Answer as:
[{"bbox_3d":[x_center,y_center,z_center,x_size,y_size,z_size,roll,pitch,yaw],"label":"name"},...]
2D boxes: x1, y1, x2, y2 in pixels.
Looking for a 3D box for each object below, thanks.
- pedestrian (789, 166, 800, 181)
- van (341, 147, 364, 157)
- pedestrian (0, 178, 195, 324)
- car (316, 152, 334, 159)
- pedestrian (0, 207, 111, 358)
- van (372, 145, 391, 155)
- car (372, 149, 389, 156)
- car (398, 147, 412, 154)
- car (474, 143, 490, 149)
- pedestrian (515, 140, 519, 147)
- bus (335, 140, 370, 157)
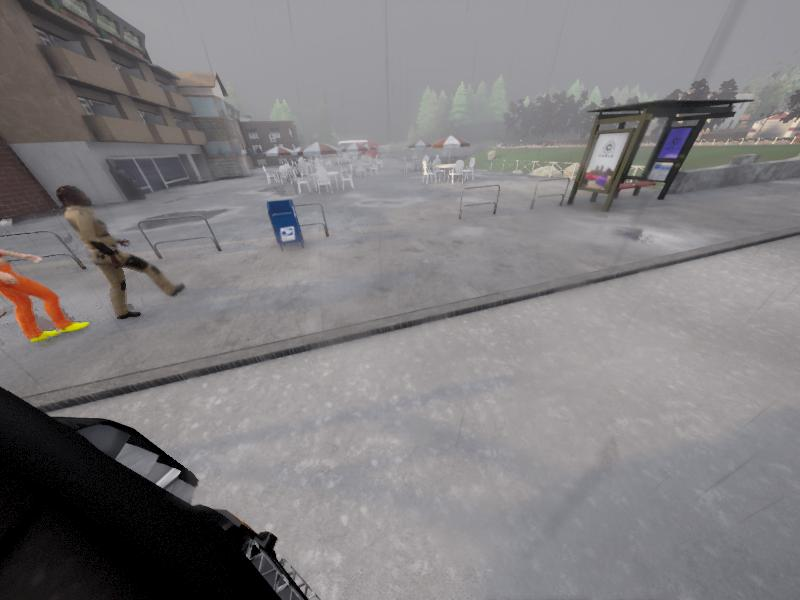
[{"bbox_3d":[17.971,-6.054,9.688,0.751,1.860,0.751,-11,35,-12],"label":"pedestrian"},{"bbox_3d":[-14.855,-46.499,72.613,6.366,2.431,2.351,-12,35,-13],"label":"van"},{"bbox_3d":[-4.105,-0.664,3.341,0.751,1.860,0.751,9,35,17],"label":"pedestrian"},{"bbox_3d":[-22.993,-44.460,70.958,4.974,1.542,2.038,-12,35,-13],"label":"car"},{"bbox_3d":[-4.909,-0.308,2.871,0.751,1.860,0.751,17,39,28],"label":"pedestrian"},{"bbox_3d":[-6.216,-50.674,78.063,5.915,2.561,1.988,-12,35,-13],"label":"van"},{"bbox_3d":[-6.359,-47.927,74.799,4.856,1.649,2.033,-12,35,-13],"label":"car"},{"bbox_3d":[1.733,-51.983,80.118,4.553,1.767,2.097,-12,35,-13],"label":"car"},{"bbox_3d":[29.536,-55.356,83.119,4.856,1.649,2.033,-12,35,-13],"label":"car"},{"bbox_3d":[41.643,-55.727,82.291,0.751,1.860,0.751,-15,36,-18],"label":"pedestrian"},{"bbox_3d":[-15.563,-49.371,75.331,10.273,4.253,3.944,-12,35,-13],"label":"bus"}]
